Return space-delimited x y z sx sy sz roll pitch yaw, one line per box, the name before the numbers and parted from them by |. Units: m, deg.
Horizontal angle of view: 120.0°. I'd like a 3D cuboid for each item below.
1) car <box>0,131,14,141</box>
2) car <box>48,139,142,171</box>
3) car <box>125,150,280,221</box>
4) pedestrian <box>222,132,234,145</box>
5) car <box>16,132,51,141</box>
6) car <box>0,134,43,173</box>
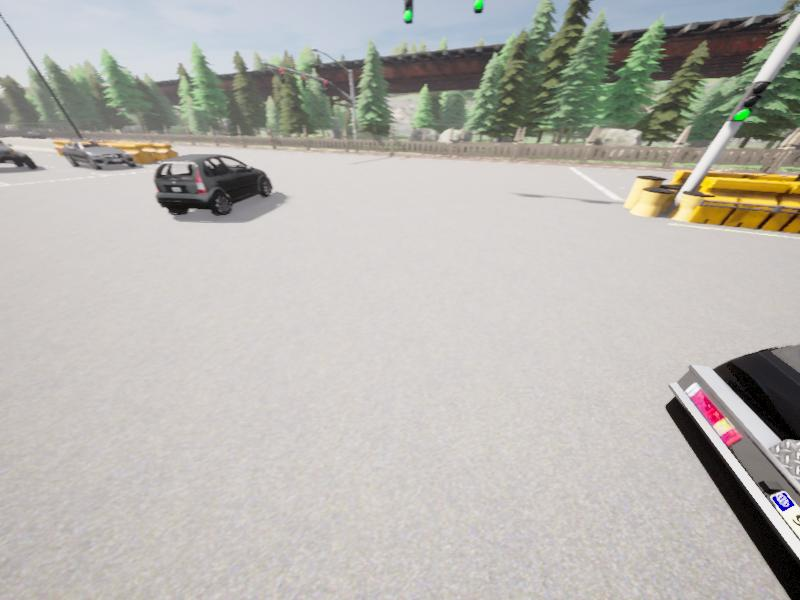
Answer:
car | -79.490 -32.116 45.283 4.974 1.542 2.038 10 37 12
car | -21.411 -10.314 16.285 5.027 1.651 2.152 15 38 19
car | -6.419 -4.300 8.298 1.851 1.617 3.988 3 36 2
pedestrian | -29.689 -27.865 39.901 0.751 1.860 0.751 16 39 20
car | -74.778 -33.363 47.145 4.892 1.490 1.837 11 37 13
car | -25.800 -9.384 14.673 3.866 1.878 1.905 15 38 19
